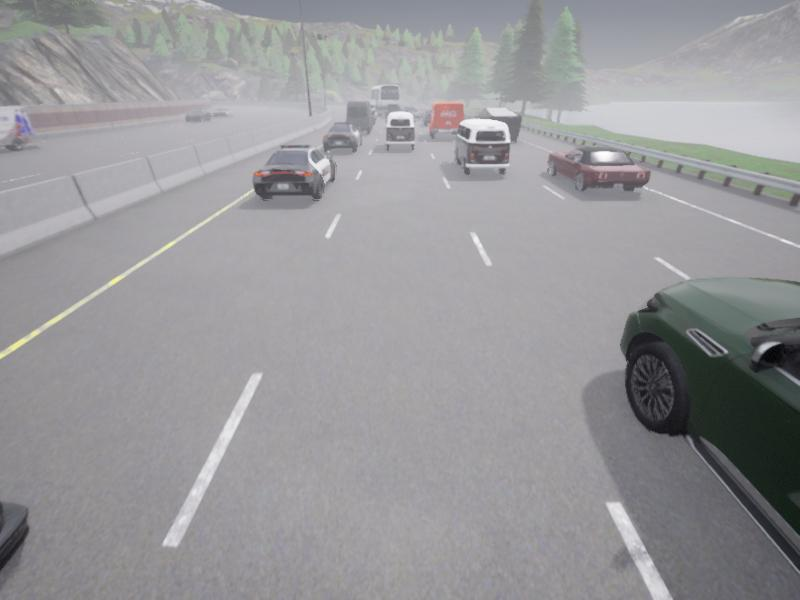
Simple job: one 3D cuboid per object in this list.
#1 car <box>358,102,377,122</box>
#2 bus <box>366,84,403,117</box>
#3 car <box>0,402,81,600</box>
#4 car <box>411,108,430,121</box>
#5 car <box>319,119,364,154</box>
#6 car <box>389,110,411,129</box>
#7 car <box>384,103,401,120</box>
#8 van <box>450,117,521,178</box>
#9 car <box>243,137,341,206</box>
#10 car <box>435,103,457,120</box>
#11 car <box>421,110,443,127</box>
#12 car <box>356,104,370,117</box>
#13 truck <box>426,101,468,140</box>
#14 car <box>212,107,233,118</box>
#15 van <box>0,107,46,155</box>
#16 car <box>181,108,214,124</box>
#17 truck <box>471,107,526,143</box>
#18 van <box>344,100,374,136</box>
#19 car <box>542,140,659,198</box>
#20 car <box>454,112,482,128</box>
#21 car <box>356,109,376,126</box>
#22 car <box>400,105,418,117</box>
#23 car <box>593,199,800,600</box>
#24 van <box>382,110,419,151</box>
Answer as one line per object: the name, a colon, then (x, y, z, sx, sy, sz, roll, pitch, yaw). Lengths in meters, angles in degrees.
car: (-4.196, -24.133, 51.287, 2.150, 2.045, 5.566, -3, 28, -5)
bus: (-2.567, -31.208, 62.585, 3.944, 4.253, 10.273, -6, 28, -10)
car: (-3.488, 2.437, 0.393, 2.033, 1.411, 5.357, 0, 27, 0)
car: (2.631, -24.530, 52.797, 1.895, 1.301, 4.718, -3, 27, -5)
car: (-3.471, -10.196, 24.779, 2.038, 1.542, 4.974, 0, 27, 0)
car: (-0.036, -18.186, 40.271, 2.128, 1.511, 4.902, -1, 27, -1)
car: (-1.055, -25.431, 53.940, 1.905, 1.878, 3.866, -3, 28, -6)
van: (3.523, -6.800, 17.542, 2.069, 2.038, 4.480, 0, 27, 0)
car: (-3.480, -4.662, 14.021, 2.038, 1.542, 4.974, 0, 27, 0)
car: (6.064, -25.169, 53.369, 1.932, 1.855, 4.605, -3, 28, -5)
car: (3.371, -19.514, 42.854, 1.816, 1.474, 4.193, -1, 27, -1)
car: (-5.743, -29.362, 62.017, 1.851, 1.617, 3.988, -5, 28, -9)
truck: (3.529, -14.128, 31.301, 2.627, 2.467, 5.204, 0, 27, 0)
car: (-26.781, -28.333, 60.498, 1.895, 1.301, 4.718, -5, 28, -9)
van: (-24.476, -9.630, 22.928, 2.351, 2.431, 6.366, 0, 27, 0)
car: (-25.092, -22.936, 49.746, 1.882, 1.535, 5.008, -2, 28, -5)
truck: (7.030, -12.976, 29.431, 2.390, 2.098, 6.274, 0, 27, 0)
van: (-3.468, -16.121, 35.178, 1.988, 2.561, 5.915, 0, 27, 0)
car: (7.021, -4.937, 14.701, 1.895, 1.301, 4.718, 0, 27, 0)
car: (6.936, -18.654, 41.340, 1.895, 1.301, 4.718, -1, 27, -1)
car: (-3.695, -20.173, 44.154, 2.007, 1.525, 4.514, -1, 27, -2)
car: (1.342, -29.363, 62.024, 2.007, 1.525, 4.514, -5, 28, -9)
car: (3.510, 1.146, 2.109, 2.150, 2.045, 5.566, 0, 27, 0)
van: (0.027, -10.754, 25.262, 2.069, 2.038, 4.480, 0, 27, 0)
